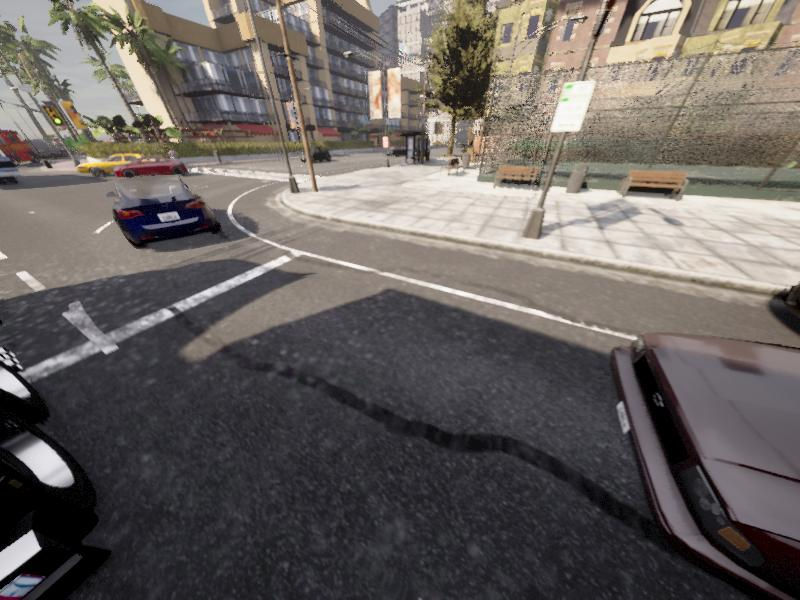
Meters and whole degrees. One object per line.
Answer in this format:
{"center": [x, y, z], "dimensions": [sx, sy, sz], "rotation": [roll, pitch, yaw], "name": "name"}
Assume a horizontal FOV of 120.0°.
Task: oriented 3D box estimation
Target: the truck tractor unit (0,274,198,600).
{"center": [-5.128, -0.282, 0.759], "dimensions": [6.516, 4.208, 3.053], "rotation": [18, 39, 23], "name": "truck tractor unit"}

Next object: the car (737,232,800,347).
{"center": [7.680, 0.467, 1.915], "dimensions": [5.008, 1.535, 2.097], "rotation": [16, 38, 22], "name": "car"}

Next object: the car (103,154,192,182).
{"center": [-18.667, -9.963, 17.304], "dimensions": [4.181, 1.385, 1.994], "rotation": [-29, 44, -34], "name": "car"}

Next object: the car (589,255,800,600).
{"center": [4.284, 1.388, 0.751], "dimensions": [5.357, 1.411, 2.033], "rotation": [17, 38, 23], "name": "car"}

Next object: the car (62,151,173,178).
{"center": [-22.393, -11.086, 18.771], "dimensions": [5.366, 1.575, 1.801], "rotation": [-21, 40, -28], "name": "car"}

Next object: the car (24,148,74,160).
{"center": [-54.659, -22.822, 36.128], "dimensions": [1.994, 1.385, 4.181], "rotation": [-8, 36, -11], "name": "car"}

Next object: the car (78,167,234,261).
{"center": [-7.198, -2.944, 7.010], "dimensions": [2.163, 1.488, 4.792], "rotation": [-29, 44, -34], "name": "car"}

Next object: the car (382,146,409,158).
{"center": [-0.638, -23.735, 36.893], "dimensions": [2.033, 1.411, 5.357], "rotation": [16, 38, 22], "name": "car"}

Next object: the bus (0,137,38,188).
{"center": [-29.112, -9.656, 14.440], "dimensions": [10.273, 4.253, 3.944], "rotation": [17, 38, 23], "name": "bus"}

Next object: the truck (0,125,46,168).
{"center": [-46.270, -17.584, 26.370], "dimensions": [2.891, 3.827, 8.468], "rotation": [-23, 41, -28], "name": "truck"}

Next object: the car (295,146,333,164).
{"center": [-10.250, -17.531, 27.887], "dimensions": [1.851, 1.617, 3.988], "rotation": [16, 38, 22], "name": "car"}

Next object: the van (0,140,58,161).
{"center": [-58.285, -23.303, 35.830], "dimensions": [1.988, 2.561, 5.915], "rotation": [-7, 35, -8], "name": "van"}

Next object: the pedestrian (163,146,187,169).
{"center": [-21.997, -13.954, 22.600], "dimensions": [0.751, 1.860, 0.751], "rotation": [12, 37, 17], "name": "pedestrian"}
